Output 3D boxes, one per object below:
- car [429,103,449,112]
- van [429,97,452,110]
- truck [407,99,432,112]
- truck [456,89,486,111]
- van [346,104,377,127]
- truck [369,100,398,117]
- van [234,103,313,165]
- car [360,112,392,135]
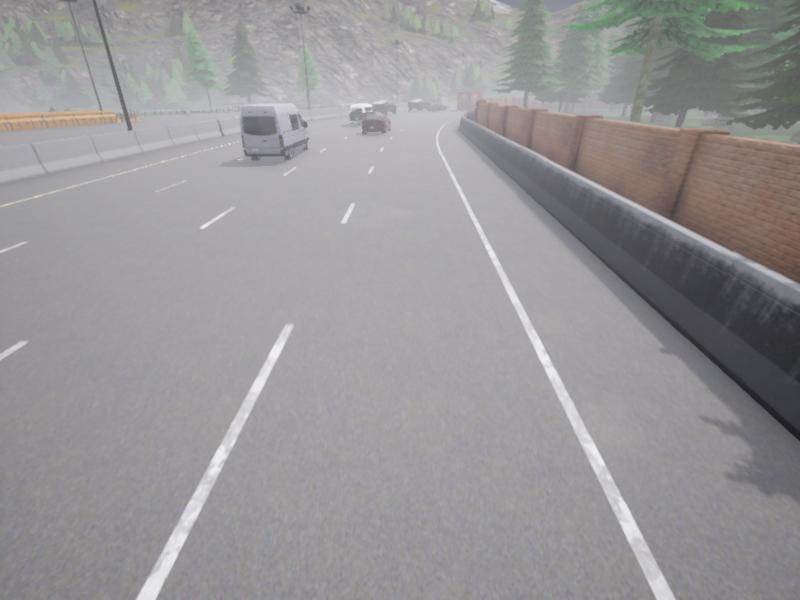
[{"bbox_3d":[7.472,-36.460,75.757,2.128,1.511,4.902,13,30,23],"label":"car"},{"bbox_3d":[8.588,-41.527,84.503,2.351,2.431,6.366,14,30,25],"label":"van"},{"bbox_3d":[3.770,-36.901,75.875,2.390,2.098,6.274,13,30,23],"label":"truck"},{"bbox_3d":[14.342,-40.262,80.551,2.891,3.827,8.468,14,30,25],"label":"truck"},{"bbox_3d":[-4.056,-19.890,42.929,2.069,2.038,4.480,4,28,9],"label":"van"},{"bbox_3d":[-2.438,-29.643,61.779,2.390,2.098,6.274,9,29,16],"label":"truck"},{"bbox_3d":[-6.414,-8.994,21.248,1.988,2.561,5.915,1,27,2],"label":"van"},{"bbox_3d":[-1.969,-15.222,34.433,1.882,1.535,5.008,3,27,6],"label":"car"}]
